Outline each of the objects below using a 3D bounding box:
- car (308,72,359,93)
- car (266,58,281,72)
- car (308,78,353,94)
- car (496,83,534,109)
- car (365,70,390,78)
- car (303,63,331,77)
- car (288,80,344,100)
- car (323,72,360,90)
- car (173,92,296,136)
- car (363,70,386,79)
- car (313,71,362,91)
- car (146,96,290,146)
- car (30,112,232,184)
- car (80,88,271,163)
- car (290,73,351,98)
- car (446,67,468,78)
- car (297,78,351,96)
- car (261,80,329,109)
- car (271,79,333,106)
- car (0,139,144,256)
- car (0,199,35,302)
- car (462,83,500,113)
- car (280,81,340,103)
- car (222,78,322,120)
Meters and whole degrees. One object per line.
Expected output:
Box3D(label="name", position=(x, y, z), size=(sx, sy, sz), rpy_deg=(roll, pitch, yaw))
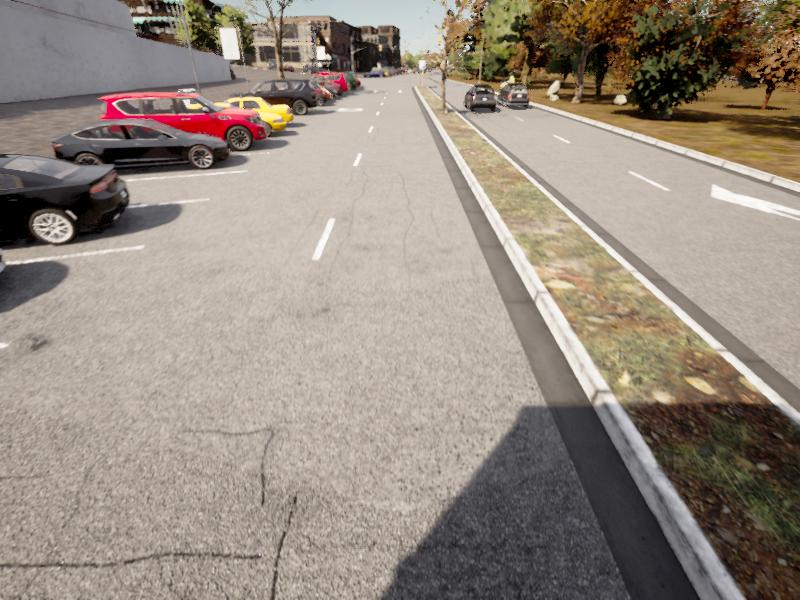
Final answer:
Box3D(label="car", position=(-8.060, -26.544, 48.693), size=(5.566, 2.045, 2.435), rpy_deg=(-11, 32, -17))
Box3D(label="car", position=(-25.452, -47.185, 80.374), size=(2.435, 2.045, 5.566), rpy_deg=(-5, 30, -19))
Box3D(label="car", position=(-8.038, -24.776, 46.257), size=(4.674, 1.452, 2.002), rpy_deg=(-11, 32, -17))
Box3D(label="car", position=(8.745, -15.761, 30.818), size=(1.789, 1.549, 3.705), rpy_deg=(0, 31, 0))
Box3D(label="car", position=(-5.100, -51.814, 91.664), size=(5.366, 1.575, 1.946), rpy_deg=(-8, 31, -12))
Box3D(label="car", position=(-15.085, -42.060, 73.170), size=(4.605, 1.855, 1.932), rpy_deg=(6, 29, 1))
Box3D(label="car", position=(-8.083, -20.216, 38.473), size=(4.792, 1.488, 2.163), rpy_deg=(-11, 32, -17))
Box3D(label="car", position=(-7.875, -29.599, 53.942), size=(4.442, 1.987, 1.878), rpy_deg=(-11, 32, -16))
Box3D(label="car", position=(-8.235, -9.526, 20.331), size=(5.366, 1.575, 1.946), rpy_deg=(-11, 33, -17))
Box3D(label="car", position=(-5.743, -50.257, 89.108), size=(4.792, 1.488, 2.163), rpy_deg=(-8, 32, -12))
Box3D(label="car", position=(-7.989, -28.082, 51.311), size=(5.566, 2.045, 2.435), rpy_deg=(-11, 32, -16))
Box3D(label="car", position=(-7.888, -8.065, 17.865), size=(5.366, 1.575, 1.946), rpy_deg=(-11, 32, -17))
Box3D(label="car", position=(-8.038, -4.931, 12.684), size=(4.792, 1.488, 2.163), rpy_deg=(-11, 32, -17))
Box3D(label="car", position=(-8.042, -6.712, 15.119), size=(5.566, 2.045, 2.435), rpy_deg=(-11, 32, -17))
Box3D(label="car", position=(-8.084, -21.979, 40.921), size=(5.566, 2.045, 2.435), rpy_deg=(-11, 32, -17))
Box3D(label="car", position=(12.983, -51.849, 91.196), size=(4.442, 1.987, 1.878), rpy_deg=(-7, 32, -12))
Box3D(label="car", position=(-8.226, -23.258, 43.591), size=(5.366, 1.575, 1.946), rpy_deg=(-11, 32, -17))
Box3D(label="car", position=(-8.030, -15.793, 30.656), size=(4.553, 1.767, 2.185), rpy_deg=(-11, 32, -17))
Box3D(label="car", position=(-8.092, -17.309, 33.229), size=(4.553, 1.767, 2.185), rpy_deg=(-11, 32, -17))
Box3D(label="car", position=(-8.058, -1.868, 7.505), size=(5.008, 1.535, 2.097), rpy_deg=(-11, 33, -17))
Box3D(label="car", position=(-8.068, -0.295, 4.950), size=(4.674, 1.452, 2.002), rpy_deg=(-11, 32, -17))
Box3D(label="car", position=(5.748, -14.597, 28.797), size=(1.851, 1.617, 3.988), rpy_deg=(0, 31, 0))
Box3D(label="car", position=(-8.065, -18.727, 35.887), size=(4.892, 1.521, 2.231), rpy_deg=(-11, 32, -17))
Box3D(label="car", position=(-8.088, -12.832, 25.406), size=(5.566, 2.045, 2.435), rpy_deg=(-11, 32, -17))
